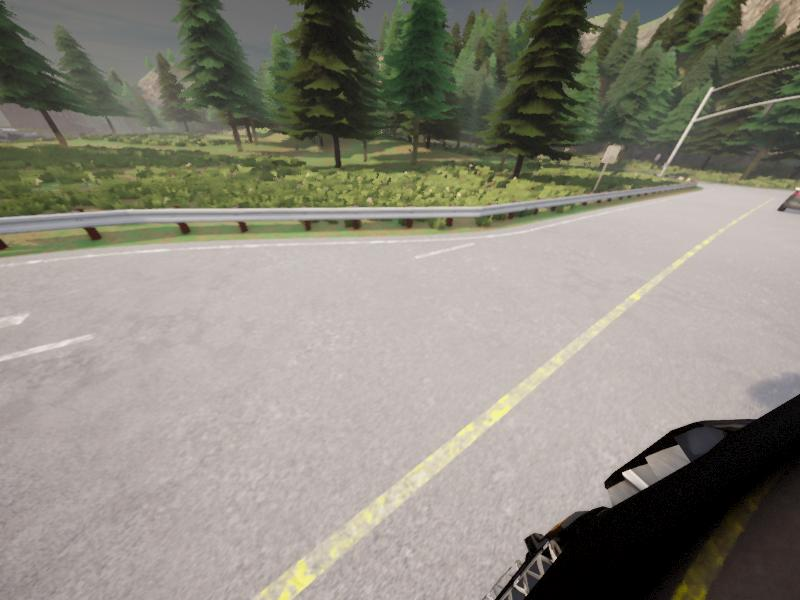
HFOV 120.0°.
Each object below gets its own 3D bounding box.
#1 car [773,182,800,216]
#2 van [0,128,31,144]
[{"bbox_3d":[23.607,-5.725,12.846,4.611,1.667,2.242,-18,39,-28],"label":"car"},{"bbox_3d":[-64.498,-26.985,38.003,2.069,2.038,4.480,-18,39,-28],"label":"van"}]
